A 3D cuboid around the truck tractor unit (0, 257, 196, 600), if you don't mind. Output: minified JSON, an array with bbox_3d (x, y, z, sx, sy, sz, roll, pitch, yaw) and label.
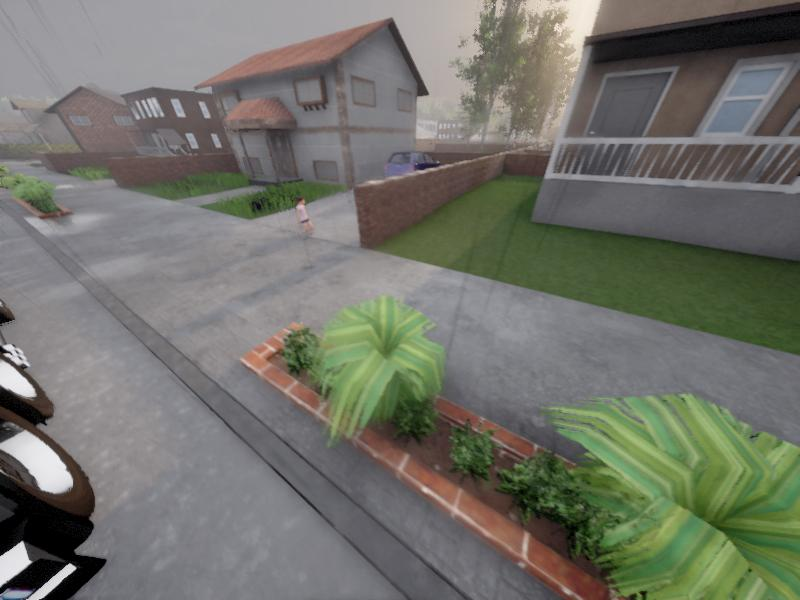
[{"bbox_3d":[-5.102,-0.310,0.793,6.516,4.208,3.053,19,39,25],"label":"truck tractor unit"}]

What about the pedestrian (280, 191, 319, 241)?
[{"bbox_3d":[-2.527,-2.138,5.913,0.500,1.100,0.500,7,36,10],"label":"pedestrian"}]

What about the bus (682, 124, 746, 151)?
[{"bbox_3d":[65.600,-34.153,48.811,3.944,4.253,10.273,19,39,25],"label":"bus"}]

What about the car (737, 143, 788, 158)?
[{"bbox_3d":[54.772,-22.743,35.058,2.152,1.651,5.027,19,39,25],"label":"car"}]

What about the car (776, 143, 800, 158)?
[{"bbox_3d":[58.159,-21.564,33.289,2.152,1.651,5.027,19,39,25],"label":"car"}]

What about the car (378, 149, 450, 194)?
[{"bbox_3d":[0.778,-6.327,11.144,1.845,1.501,3.633,19,39,25],"label":"car"}]

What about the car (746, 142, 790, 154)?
[{"bbox_3d":[62.841,-26.138,39.601,2.033,1.649,4.856,19,39,25],"label":"car"}]
